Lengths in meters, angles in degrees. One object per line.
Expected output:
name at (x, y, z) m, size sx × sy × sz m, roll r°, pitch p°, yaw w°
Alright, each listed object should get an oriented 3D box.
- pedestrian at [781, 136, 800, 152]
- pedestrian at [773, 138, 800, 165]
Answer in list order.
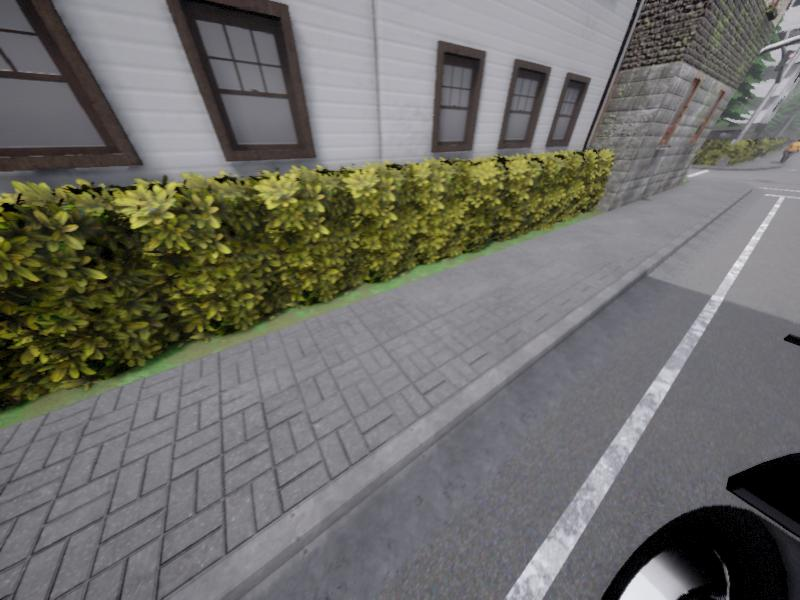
pedestrian at (58.602, -23.346, 34.564) m, size 0.751 × 1.860 × 0.751 m, roll -18°, pitch 39°, yaw -24°
pedestrian at (33.054, -12.568, 19.511) m, size 0.751 × 1.860 × 0.751 m, roll 30°, pitch 45°, yaw 35°
